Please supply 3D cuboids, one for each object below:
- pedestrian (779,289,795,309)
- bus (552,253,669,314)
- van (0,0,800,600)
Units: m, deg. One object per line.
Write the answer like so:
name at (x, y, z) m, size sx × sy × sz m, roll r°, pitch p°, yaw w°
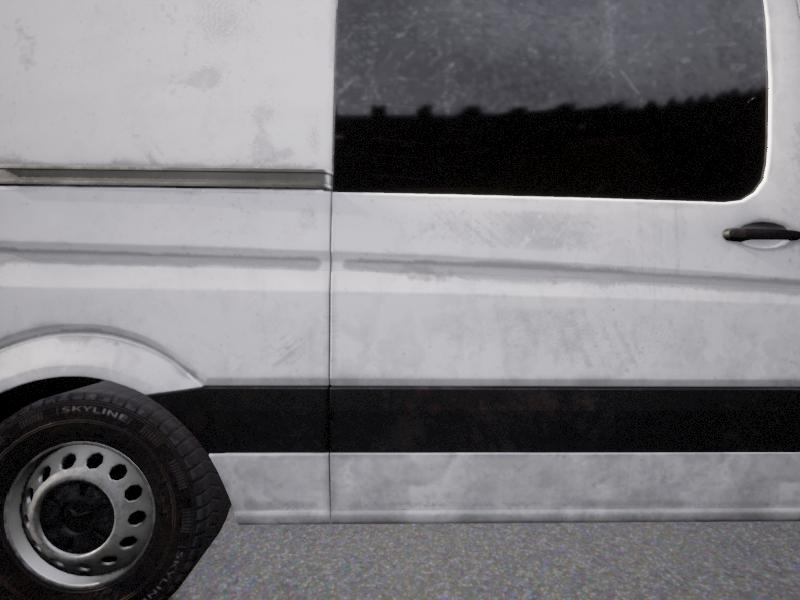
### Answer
pedestrian at (36.788, -0.115, 38.042) m, size 0.751 × 1.860 × 0.751 m, roll 0°, pitch 0°, yaw 0°
bus at (16.488, -1.134, 32.689) m, size 3.944 × 4.253 × 10.273 m, roll 0°, pitch 0°, yaw -2°
van at (0.744, -0.278, 2.191) m, size 5.915 × 2.561 × 1.988 m, roll 0°, pitch 0°, yaw -1°
